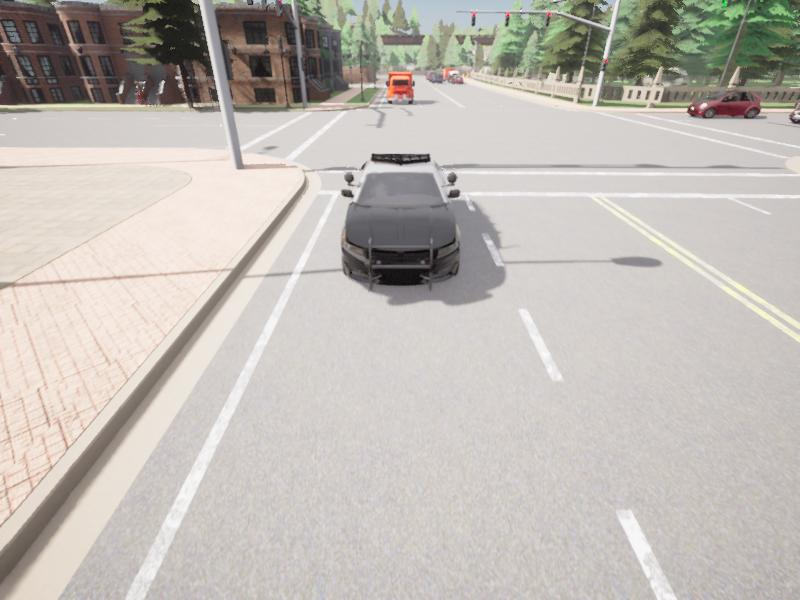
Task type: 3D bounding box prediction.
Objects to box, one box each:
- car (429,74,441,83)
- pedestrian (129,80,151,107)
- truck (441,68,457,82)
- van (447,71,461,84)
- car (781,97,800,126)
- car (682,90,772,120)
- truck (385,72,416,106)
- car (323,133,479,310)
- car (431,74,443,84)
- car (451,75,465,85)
[{"bbox_3d":[7.064,-45.409,82.046,2.033,1.411,5.357,0,30,0],"label":"car"},{"bbox_3d":[-20.106,-15.983,30.959,0.751,1.860,0.751,-4,31,-7],"label":"pedestrian"},{"bbox_3d":[10.568,-48.615,86.462,2.627,2.467,5.204,0,30,0],"label":"truck"},{"bbox_3d":[10.561,-43.903,78.856,2.069,2.038,4.480,0,30,0],"label":"van"},{"bbox_3d":[26.022,-11.169,23.711,4.674,1.442,1.812,0,30,0],"label":"car"},{"bbox_3d":[21.699,-13.052,26.741,3.988,1.617,1.851,1,30,2],"label":"car"},{"bbox_3d":[0.034,-19.432,36.661,2.627,2.467,5.204,0,31,0],"label":"truck"},{"bbox_3d":[0.012,-1.902,7.600,1.930,1.638,5.238,0,31,0],"label":"car"},{"bbox_3d":[7.060,-42.081,76.162,1.851,1.617,3.988,0,30,0],"label":"car"},{"bbox_3d":[10.557,-40.494,73.600,1.970,1.475,3.806,0,30,0],"label":"car"}]
